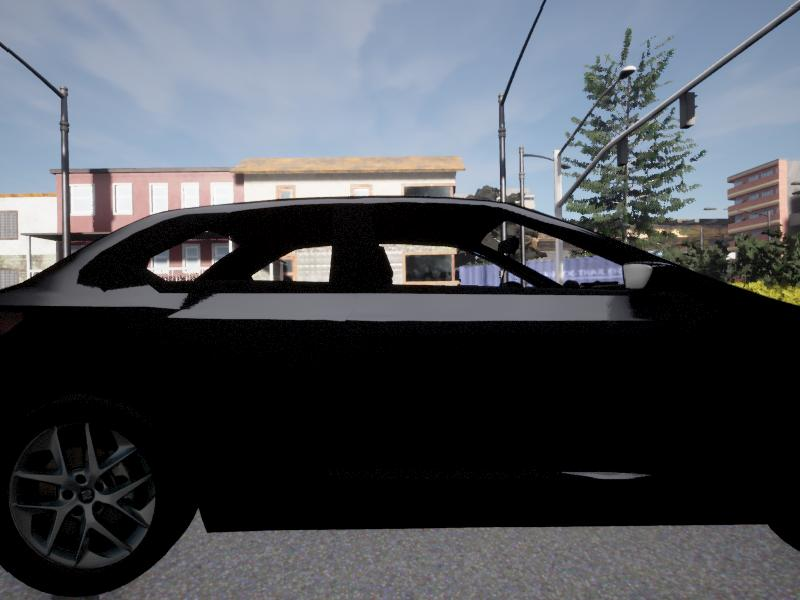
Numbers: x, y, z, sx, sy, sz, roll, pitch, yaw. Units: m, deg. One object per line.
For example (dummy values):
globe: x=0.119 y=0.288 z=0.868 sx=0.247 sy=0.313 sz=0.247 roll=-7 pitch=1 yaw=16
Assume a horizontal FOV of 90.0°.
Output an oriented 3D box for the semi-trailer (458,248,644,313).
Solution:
semi-trailer: x=11.487 y=-1.218 z=32.863 sx=14.254 sy=4.402 sz=2.717 roll=-1 pitch=0 yaw=43

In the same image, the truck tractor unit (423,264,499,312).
truck tractor unit: x=5.705 y=-1.010 z=38.269 sx=6.516 sy=4.208 sz=3.053 roll=-1 pitch=0 yaw=43

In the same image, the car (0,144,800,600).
car: x=0.342 y=0.254 z=2.184 sx=4.193 sy=1.474 sz=1.816 roll=0 pitch=0 yaw=-1
